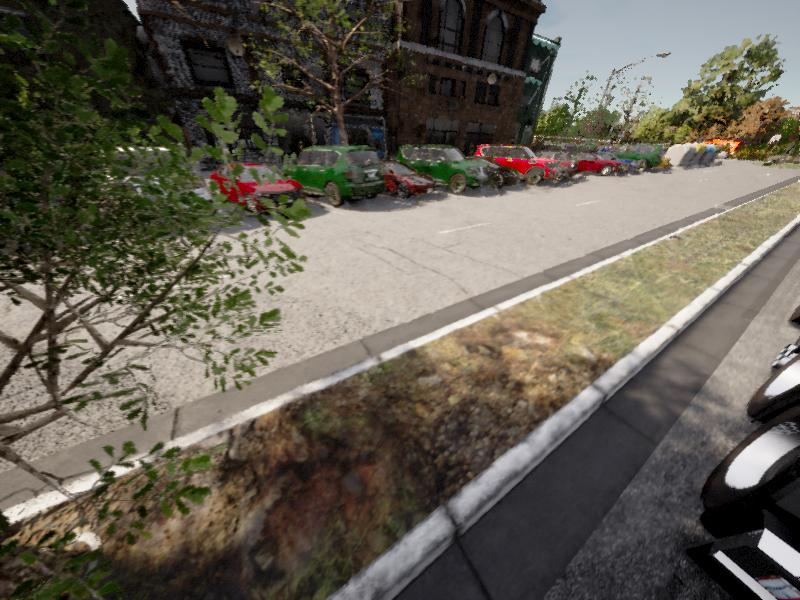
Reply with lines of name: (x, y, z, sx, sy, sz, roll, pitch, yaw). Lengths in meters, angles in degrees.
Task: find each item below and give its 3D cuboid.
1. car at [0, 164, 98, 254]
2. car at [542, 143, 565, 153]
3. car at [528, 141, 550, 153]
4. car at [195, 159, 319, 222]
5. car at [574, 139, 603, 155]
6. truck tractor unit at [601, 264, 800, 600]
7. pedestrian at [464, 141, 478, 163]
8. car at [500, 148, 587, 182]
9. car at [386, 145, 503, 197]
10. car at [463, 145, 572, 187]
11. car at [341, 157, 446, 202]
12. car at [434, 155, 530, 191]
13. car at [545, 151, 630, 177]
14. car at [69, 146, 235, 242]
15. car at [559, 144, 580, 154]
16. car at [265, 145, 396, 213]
car: (-10.906, -2.833, 6.599, 5.008, 1.535, 2.097, 25, 41, 32)
car: (28.271, -27.965, 42.536, 2.231, 1.521, 4.892, 27, 42, 32)
car: (26.818, -29.543, 44.568, 2.185, 1.767, 4.553, 27, 42, 32)
car: (-5.692, -4.516, 9.070, 5.008, 1.535, 2.097, 25, 41, 32)
car: (31.141, -25.194, 38.137, 2.435, 2.045, 5.566, 27, 42, 32)
truck tractor unit: (5.114, -0.296, 0.780, 6.516, 4.208, 3.053, -18, 39, -24)
pedestrian: (7.368, -15.425, 24.144, 0.751, 1.860, 0.751, -19, 39, -28)
car: (9.981, -9.649, 16.385, 4.553, 1.767, 2.185, 25, 42, 32)
car: (2.155, -7.239, 12.622, 5.566, 2.045, 2.435, 25, 41, 32)
car: (7.374, -8.921, 15.093, 5.566, 2.045, 2.435, 25, 41, 32)
car: (-0.453, -6.163, 11.542, 4.792, 1.488, 2.163, 25, 41, 32)
car: (4.763, -7.846, 14.014, 4.792, 1.488, 2.163, 25, 41, 32)
car: (15.194, -11.237, 18.942, 5.008, 1.535, 2.097, 25, 41, 32)
car: (-8.322, -3.889, 7.703, 5.566, 2.045, 2.435, 25, 42, 32)
car: (29.710, -26.452, 40.442, 2.002, 1.452, 4.674, 27, 42, 32)
car: (-3.110, -5.571, 10.173, 5.566, 2.045, 2.435, 25, 42, 32)
